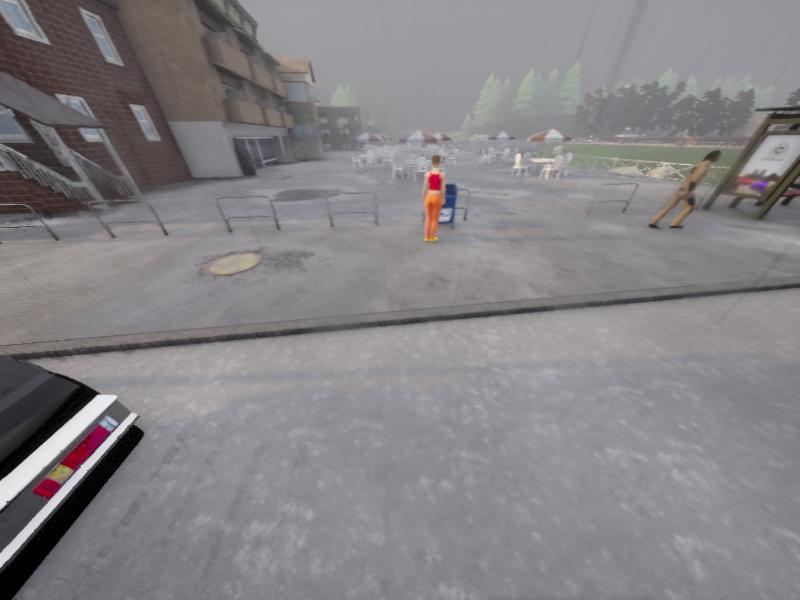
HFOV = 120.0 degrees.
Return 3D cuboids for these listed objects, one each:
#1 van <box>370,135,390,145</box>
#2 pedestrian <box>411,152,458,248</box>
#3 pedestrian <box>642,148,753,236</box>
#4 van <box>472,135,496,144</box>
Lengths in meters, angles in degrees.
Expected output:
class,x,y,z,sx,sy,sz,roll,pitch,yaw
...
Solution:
class,x,y,z,sx,sy,sz,roll,pitch,yaw
van,-6.479,-51.653,74.733,5.915,2.561,1.988,-5,36,-6
pedestrian,0.750,-2.257,5.275,0.751,1.860,0.751,12,37,17
pedestrian,7.220,-2.682,5.783,0.751,1.860,0.751,15,38,21
van,27.190,-52.050,74.945,6.366,2.431,2.351,-5,36,-6
